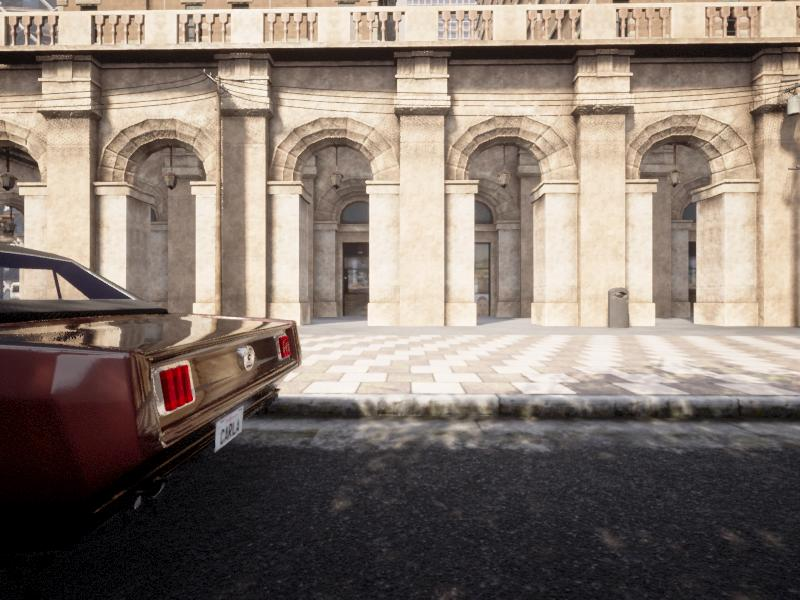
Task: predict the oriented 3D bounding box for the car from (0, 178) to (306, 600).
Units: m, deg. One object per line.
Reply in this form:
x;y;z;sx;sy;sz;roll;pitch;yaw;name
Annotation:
-3.058;0.338;2.008;4.718;1.301;1.895;0;0;1;car
